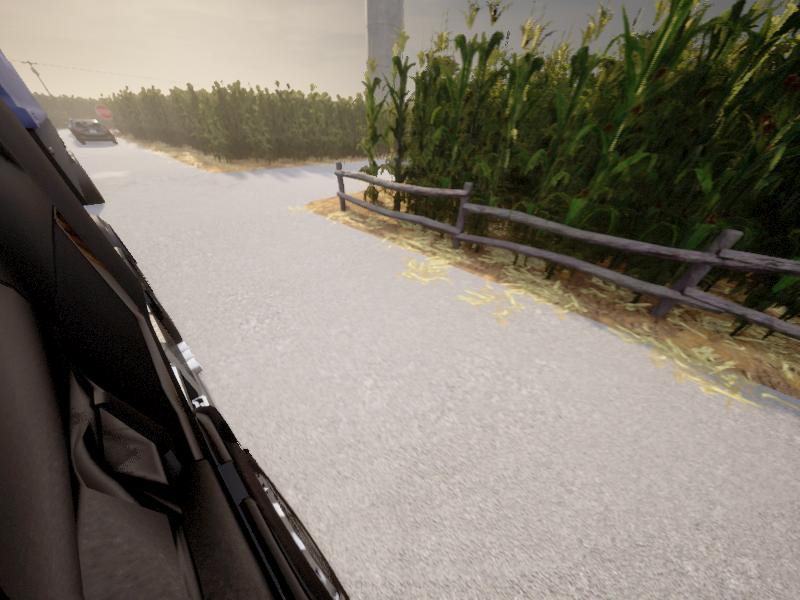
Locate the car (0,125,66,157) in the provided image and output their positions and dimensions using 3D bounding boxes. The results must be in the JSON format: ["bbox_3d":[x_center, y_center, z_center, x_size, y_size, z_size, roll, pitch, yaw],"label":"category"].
[{"bbox_3d":[-22.594,-9.830,14.170,4.718,1.301,1.895,28,44,30],"label":"car"}]

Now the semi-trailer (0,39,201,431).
[{"bbox_3d":[-8.673,-3.631,4.239,14.254,4.402,2.717,29,44,30],"label":"semi-trailer"}]

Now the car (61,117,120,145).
[{"bbox_3d":[-26.749,-14.637,19.983,4.611,1.667,2.242,28,44,30],"label":"car"}]

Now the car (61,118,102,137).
[{"bbox_3d":[-34.585,-18.753,25.105,3.806,1.475,1.970,28,44,30],"label":"car"}]

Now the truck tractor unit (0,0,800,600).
[{"bbox_3d":[-2.645,-0.295,0.351,6.516,4.208,3.053,28,44,30],"label":"truck tractor unit"}]
